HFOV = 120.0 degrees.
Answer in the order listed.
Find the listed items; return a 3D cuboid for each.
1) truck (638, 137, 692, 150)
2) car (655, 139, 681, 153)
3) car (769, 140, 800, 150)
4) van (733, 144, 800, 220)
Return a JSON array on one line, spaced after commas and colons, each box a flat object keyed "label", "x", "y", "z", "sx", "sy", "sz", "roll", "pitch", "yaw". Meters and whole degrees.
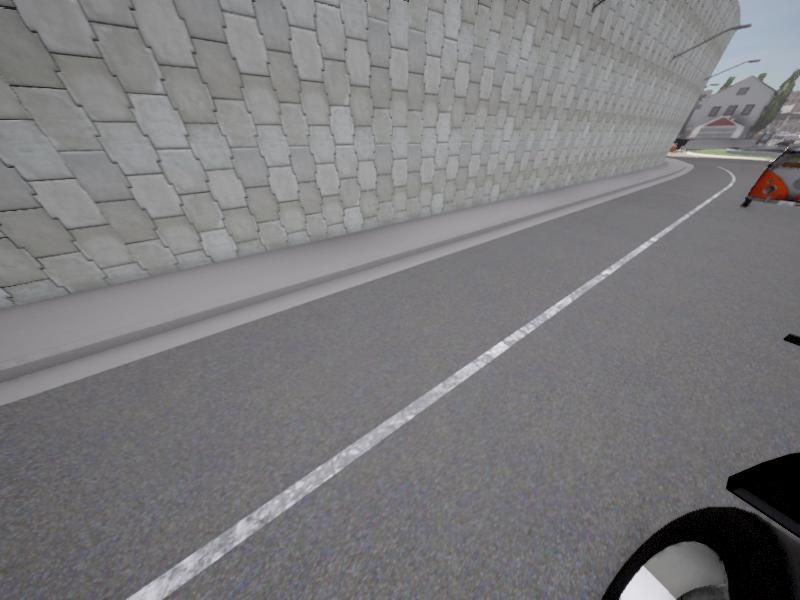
[{"label": "truck", "x": 51.752, "y": -30.773, "z": 45.354, "sx": 6.274, "sy": 2.098, "sz": 2.390, "roll": 10, "pitch": 36, "yaw": 14}, {"label": "car", "x": 43.940, "y": -25.336, "z": 37.973, "sx": 2.097, "sy": 1.767, "sz": 4.553, "roll": 28, "pitch": 44, "yaw": 34}, {"label": "car", "x": 75.063, "y": -30.107, "z": 44.755, "sx": 4.892, "sy": 1.490, "sz": 1.837, "roll": -9, "pitch": 36, "yaw": -12}, {"label": "van", "x": 14.378, "y": -4.359, "z": 8.265, "sx": 4.442, "sy": 1.987, "sz": 1.775, "roll": -23, "pitch": 41, "yaw": -29}]
